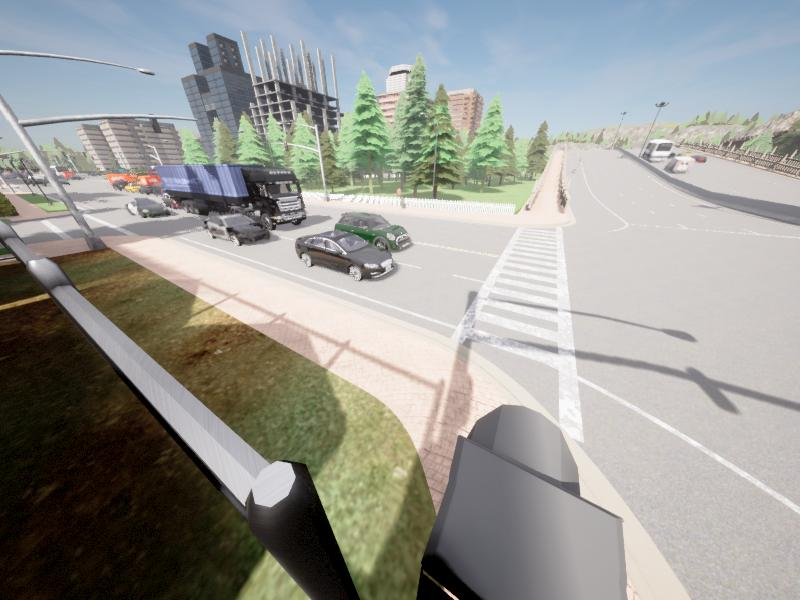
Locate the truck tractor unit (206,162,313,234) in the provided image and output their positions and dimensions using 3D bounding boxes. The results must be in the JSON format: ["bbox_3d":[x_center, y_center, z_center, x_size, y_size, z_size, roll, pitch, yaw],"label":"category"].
[{"bbox_3d":[-10.323,-7.770,17.251,6.516,4.208,3.053,17,34,27],"label":"truck tractor unit"}]

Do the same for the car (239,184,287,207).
[{"bbox_3d":[-16.778,-12.919,28.335,5.566,2.045,2.150,17,34,27],"label":"car"}]

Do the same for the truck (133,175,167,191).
[{"bbox_3d":[-49.132,-23.022,45.411,5.204,2.467,2.627,17,34,27],"label":"truck"}]

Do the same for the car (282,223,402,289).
[{"bbox_3d":[-2.551,-2.155,10.227,4.902,1.511,2.128,17,34,27],"label":"car"}]

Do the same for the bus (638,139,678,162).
[{"bbox_3d":[66.497,-38.908,59.970,3.944,4.253,10.273,16,41,26],"label":"bus"}]

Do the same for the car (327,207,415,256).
[{"bbox_3d":[-1.649,-4.057,13.237,4.553,1.767,2.097,17,34,27],"label":"car"}]

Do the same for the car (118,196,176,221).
[{"bbox_3d":[-23.272,-8.520,21.238,4.974,1.542,2.038,17,34,27],"label":"car"}]

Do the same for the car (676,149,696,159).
[{"bbox_3d":[74.832,-38.289,60.539,1.801,1.575,5.366,16,41,26],"label":"car"}]

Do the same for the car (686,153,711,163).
[{"bbox_3d":[70.486,-33.558,54.606,2.163,1.488,4.792,16,41,26],"label":"car"}]

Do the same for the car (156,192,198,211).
[{"bbox_3d":[-24.625,-10.963,25.542,3.806,1.475,1.970,17,34,28],"label":"car"}]

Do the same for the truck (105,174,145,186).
[{"bbox_3d":[-65.939,-28.900,55.589,5.204,2.467,2.627,-19,35,-29],"label":"truck"}]

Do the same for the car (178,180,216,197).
[{"bbox_3d":[-31.949,-17.567,36.387,5.566,2.045,2.150,17,34,27],"label":"car"}]

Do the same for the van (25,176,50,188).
[{"bbox_3d":[-82.271,-26.841,52.462,4.480,2.038,2.069,17,34,27],"label":"van"}]

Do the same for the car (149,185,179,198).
[{"bbox_3d":[-35.779,-16.477,34.990,3.705,1.549,1.789,17,34,27],"label":"car"}]

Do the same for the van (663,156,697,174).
[{"bbox_3d":[57.096,-27.795,47.360,2.351,2.431,6.366,16,41,26],"label":"van"}]

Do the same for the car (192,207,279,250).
[{"bbox_3d":[-10.163,-4.549,14.243,5.238,1.638,1.930,17,34,27],"label":"car"}]

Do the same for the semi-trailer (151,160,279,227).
[{"bbox_3d":[-17.030,-9.958,20.835,14.254,4.402,2.717,18,34,27],"label":"semi-trailer"}]

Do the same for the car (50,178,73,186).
[{"bbox_3d":[-82.465,-28.712,56.259,4.792,1.488,2.163,17,34,27],"label":"car"}]

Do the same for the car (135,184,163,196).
[{"bbox_3d":[-41.167,-18.094,37.870,4.193,1.474,1.816,17,34,27],"label":"car"}]

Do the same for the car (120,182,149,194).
[{"bbox_3d":[-47.118,-19.966,41.007,5.366,1.575,1.801,17,34,27],"label":"car"}]
